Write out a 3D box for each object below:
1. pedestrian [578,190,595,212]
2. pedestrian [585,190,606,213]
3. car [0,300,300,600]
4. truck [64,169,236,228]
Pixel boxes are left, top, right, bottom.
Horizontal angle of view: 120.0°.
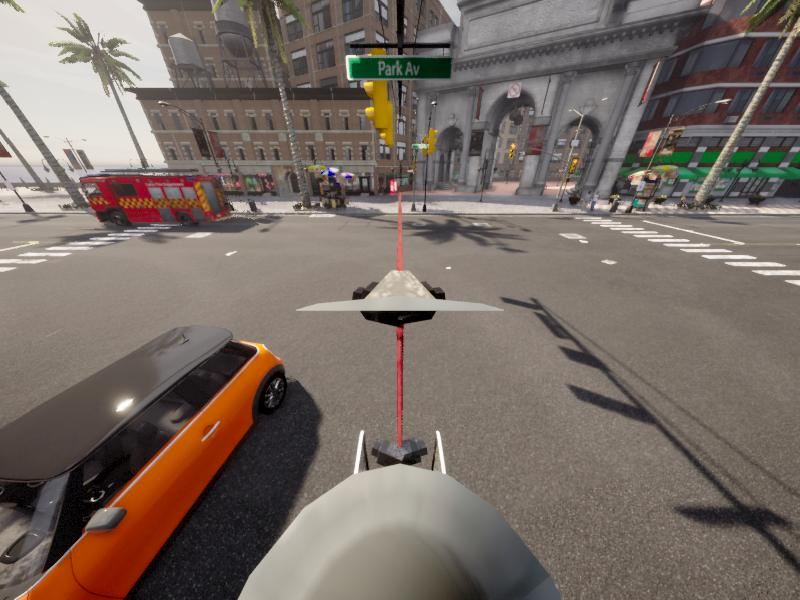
[{"bbox_3d":[18.049,-9.579,22.383,0.751,1.860,0.751,18,35,28],"label":"pedestrian"},{"bbox_3d":[18.780,-9.482,22.215,0.751,1.860,0.751,-14,33,-22],"label":"pedestrian"},{"bbox_3d":[-3.582,1.982,2.778,2.097,1.767,4.553,5,30,8],"label":"car"},{"bbox_3d":[-18.386,-7.819,17.716,8.468,3.827,2.891,0,30,1],"label":"truck"}]
